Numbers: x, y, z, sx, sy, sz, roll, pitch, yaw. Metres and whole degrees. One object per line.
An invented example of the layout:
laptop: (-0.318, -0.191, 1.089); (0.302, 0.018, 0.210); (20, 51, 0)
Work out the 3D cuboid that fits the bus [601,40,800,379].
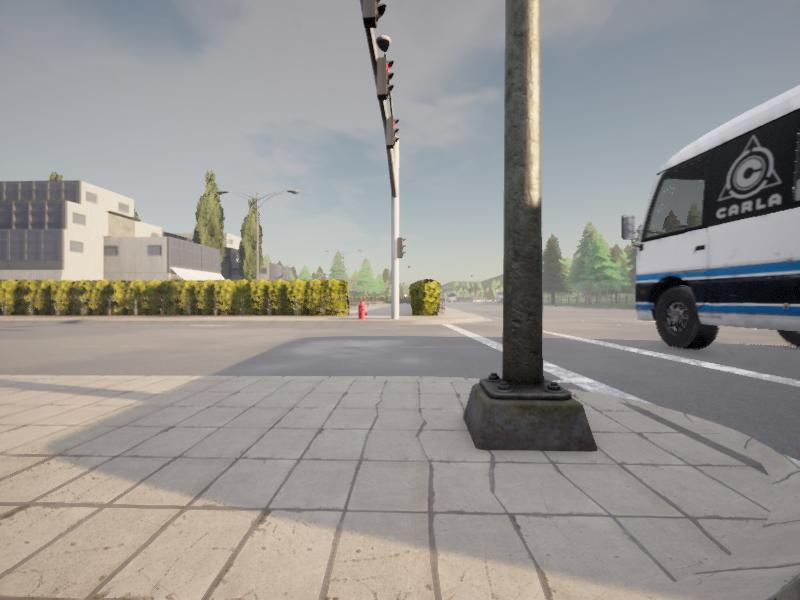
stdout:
bus: (7.016, -1.134, 4.577); (3.944, 4.253, 10.273); (0, 0, -2)
